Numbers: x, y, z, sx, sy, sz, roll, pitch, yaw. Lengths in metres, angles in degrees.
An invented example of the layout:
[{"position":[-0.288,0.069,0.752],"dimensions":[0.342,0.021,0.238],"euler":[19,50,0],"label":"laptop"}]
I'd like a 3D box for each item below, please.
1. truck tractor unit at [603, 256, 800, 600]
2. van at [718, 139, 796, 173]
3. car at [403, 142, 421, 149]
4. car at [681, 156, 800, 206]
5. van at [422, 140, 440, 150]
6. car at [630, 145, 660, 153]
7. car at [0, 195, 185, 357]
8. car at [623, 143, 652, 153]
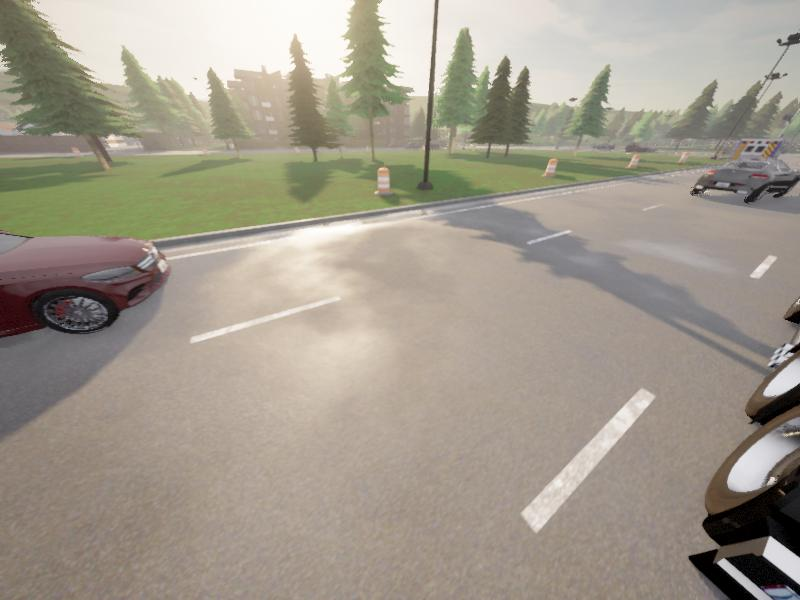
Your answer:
[{"position":[5.096,-0.315,0.803],"dimensions":[6.516,4.208,3.053],"euler":[-19,39,-25],"label":"truck tractor unit"},{"position":[33.557,-13.625,21.713],"dimensions":[6.366,2.431,2.351],"euler":[-18,39,-25],"label":"van"},{"position":[3.337,-44.042,65.740],"dimensions":[4.611,1.667,2.242],"euler":[-18,39,-24],"label":"car"},{"position":[16.901,-5.896,11.183],"dimensions":[5.027,1.651,2.152],"euler":[-13,37,-19],"label":"car"},{"position":[8.233,-41.145,61.357],"dimensions":[4.442,1.987,1.775],"euler":[-18,39,-25],"label":"van"},{"position":[56.852,-35.059,53.595],"dimensions":[1.994,1.385,4.181],"euler":[-18,39,-24],"label":"car"},{"position":[-6.101,-0.126,2.858],"dimensions":[4.674,1.442,1.812],"euler":[-19,39,-25],"label":"car"},{"position":[53.634,-34.472,52.267],"dimensions":[1.905,1.878,3.866],"euler":[-18,39,-24],"label":"car"}]
